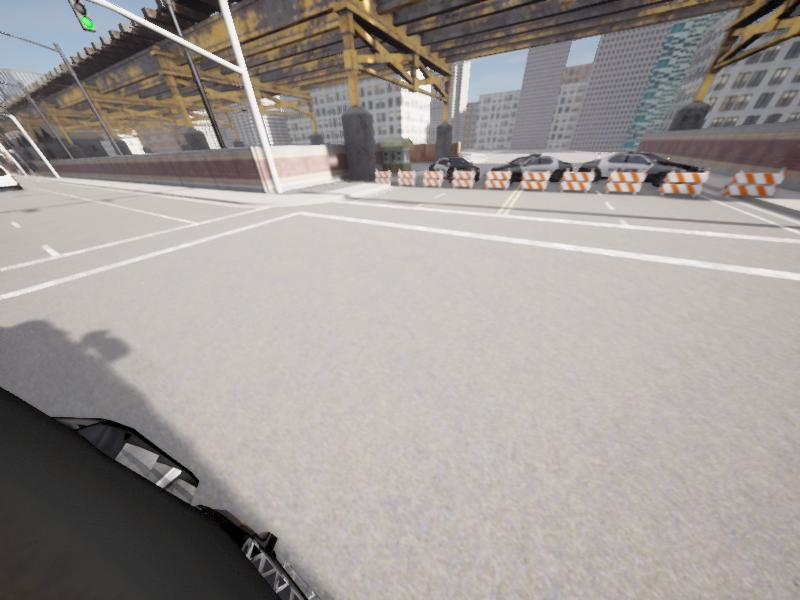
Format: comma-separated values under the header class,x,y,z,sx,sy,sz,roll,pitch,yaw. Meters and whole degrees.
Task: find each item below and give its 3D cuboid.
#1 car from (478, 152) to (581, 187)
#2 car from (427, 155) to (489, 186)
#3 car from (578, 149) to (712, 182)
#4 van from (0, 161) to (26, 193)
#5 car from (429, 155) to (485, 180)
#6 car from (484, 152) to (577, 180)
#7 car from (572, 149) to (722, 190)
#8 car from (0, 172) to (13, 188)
class,x,y,z,sx,sy,sz,roll,pitch,yaw
car,7.787,-8.143,14.319,4.974,1.542,2.038,-5,34,-4
car,3.796,-9.287,16.319,2.038,1.542,4.974,-11,34,-12
car,12.791,-7.350,12.493,1.853,1.218,4.536,-20,37,-25
van,-40.742,-12.364,23.133,5.915,2.561,1.988,16,38,26
car,3.775,-9.445,16.274,1.853,1.218,4.536,-11,34,-12
car,7.833,-8.280,14.236,4.536,1.218,1.853,-5,34,-4
car,12.824,-7.195,12.542,2.038,1.542,4.974,-20,37,-25
car,-47.649,-14.087,26.794,3.866,1.878,1.905,16,38,26
